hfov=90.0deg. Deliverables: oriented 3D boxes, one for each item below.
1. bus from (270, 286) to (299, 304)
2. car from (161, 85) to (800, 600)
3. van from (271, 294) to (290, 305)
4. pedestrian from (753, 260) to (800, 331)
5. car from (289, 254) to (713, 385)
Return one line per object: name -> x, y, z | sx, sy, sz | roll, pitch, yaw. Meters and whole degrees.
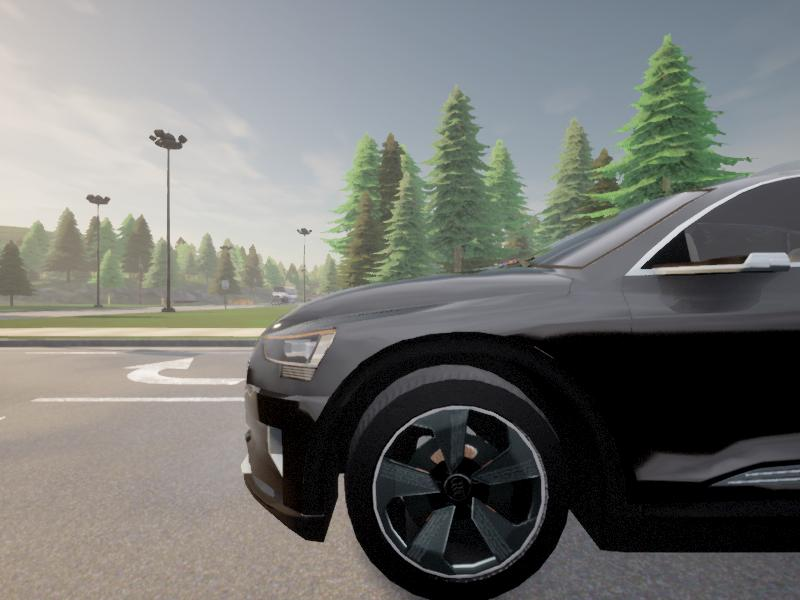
bus -> -28.682, -1.161, 99.762 | 3.944, 4.253, 10.273 | 0, 0, 1
car -> 1.704, 0.179, 2.231 | 4.856, 1.649, 2.033 | 0, 0, 0
van -> -22.073, -0.043, 73.833 | 2.069, 2.038, 4.480 | 0, 0, 1
pedestrian -> 10.310, -0.119, 10.886 | 0.751, 1.860, 0.751 | 0, 0, 1
car -> 1.184, 0.227, 5.705 | 4.974, 1.542, 2.038 | 0, 0, 0
